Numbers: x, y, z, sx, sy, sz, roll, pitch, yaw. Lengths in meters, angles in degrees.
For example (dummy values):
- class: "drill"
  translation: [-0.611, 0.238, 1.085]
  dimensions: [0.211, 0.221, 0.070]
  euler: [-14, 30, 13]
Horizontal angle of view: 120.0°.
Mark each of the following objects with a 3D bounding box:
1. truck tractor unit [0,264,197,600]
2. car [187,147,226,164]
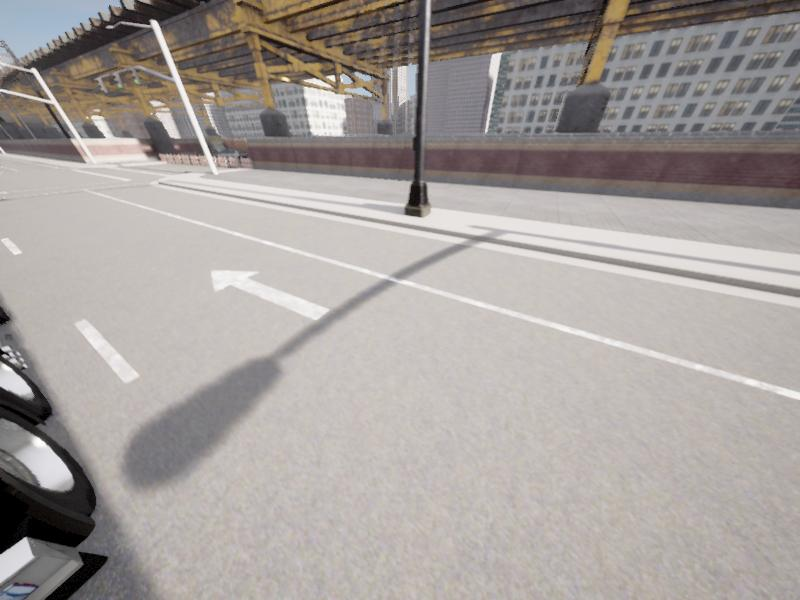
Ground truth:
- class: "truck tractor unit"
  translation: [-5.113, -0.298, 0.785]
  dimensions: [6.516, 4.208, 3.053]
  euler: [18, 39, 24]
- class: "car"
  translation: [-24.154, -18.287, 29.096]
  dimensions: [2.038, 1.542, 4.974]
  euler: [-10, 36, -13]
